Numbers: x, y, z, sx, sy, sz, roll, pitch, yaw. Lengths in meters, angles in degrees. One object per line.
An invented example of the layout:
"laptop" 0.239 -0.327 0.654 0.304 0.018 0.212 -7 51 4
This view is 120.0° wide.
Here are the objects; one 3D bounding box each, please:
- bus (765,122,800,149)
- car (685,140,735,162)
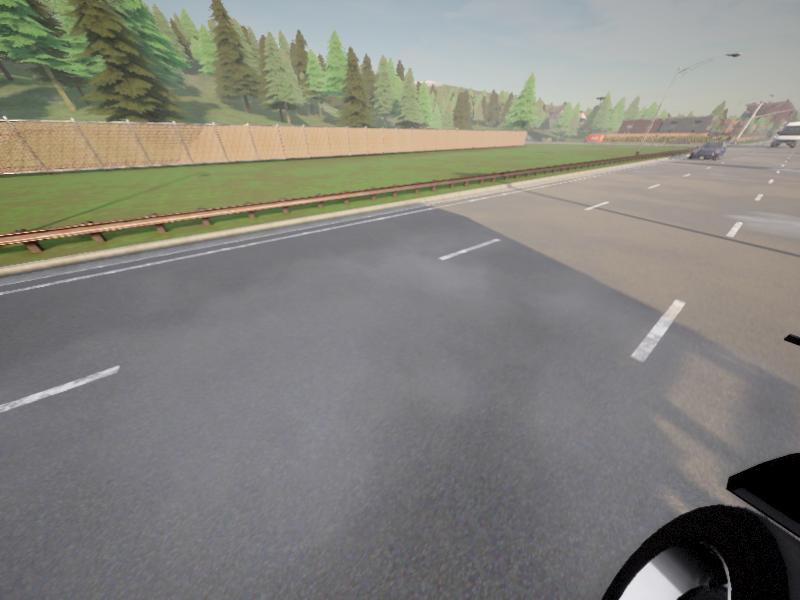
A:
"bus" 80.126 -33.601 47.119 10.273 4.253 3.944 -22 41 -27
"car" 33.388 -16.108 24.876 4.553 1.767 2.097 -22 41 -28
